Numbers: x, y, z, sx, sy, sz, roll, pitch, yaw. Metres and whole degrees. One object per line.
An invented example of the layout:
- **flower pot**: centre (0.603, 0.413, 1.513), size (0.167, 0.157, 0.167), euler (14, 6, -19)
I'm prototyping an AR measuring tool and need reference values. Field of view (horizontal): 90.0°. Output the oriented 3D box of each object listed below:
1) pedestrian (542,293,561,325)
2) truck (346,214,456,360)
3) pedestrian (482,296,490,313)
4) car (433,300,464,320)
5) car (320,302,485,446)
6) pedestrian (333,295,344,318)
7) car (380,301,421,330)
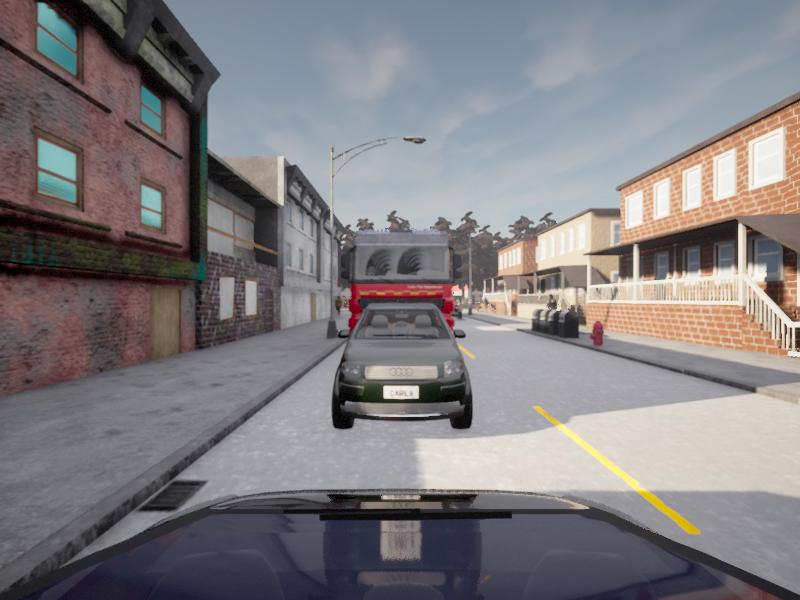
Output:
- **pedestrian**: centre (8.880, 0.512, 23.444), size (0.751, 1.860, 0.751), euler (0, 0, -9)
- **truck**: centre (0.036, -0.334, 14.723), size (2.891, 3.827, 8.468), euler (0, 0, 0)
- **pedestrian**: centre (9.394, 0.486, 43.701), size (0.751, 1.860, 0.751), euler (0, 0, -2)
- **car**: centre (4.068, 0.796, 34.324), size (2.038, 1.542, 4.974), euler (0, 0, 0)
- **car**: centre (0.026, 0.809, 6.191), size (1.789, 1.549, 3.705), euler (0, 0, 0)
- **pedestrian**: centre (-4.997, 0.504, 32.650), size (0.751, 1.860, 0.751), euler (0, 0, 1)
- **car**: centre (0.052, 0.830, 23.449), size (2.163, 1.488, 4.792), euler (0, 0, 0)
